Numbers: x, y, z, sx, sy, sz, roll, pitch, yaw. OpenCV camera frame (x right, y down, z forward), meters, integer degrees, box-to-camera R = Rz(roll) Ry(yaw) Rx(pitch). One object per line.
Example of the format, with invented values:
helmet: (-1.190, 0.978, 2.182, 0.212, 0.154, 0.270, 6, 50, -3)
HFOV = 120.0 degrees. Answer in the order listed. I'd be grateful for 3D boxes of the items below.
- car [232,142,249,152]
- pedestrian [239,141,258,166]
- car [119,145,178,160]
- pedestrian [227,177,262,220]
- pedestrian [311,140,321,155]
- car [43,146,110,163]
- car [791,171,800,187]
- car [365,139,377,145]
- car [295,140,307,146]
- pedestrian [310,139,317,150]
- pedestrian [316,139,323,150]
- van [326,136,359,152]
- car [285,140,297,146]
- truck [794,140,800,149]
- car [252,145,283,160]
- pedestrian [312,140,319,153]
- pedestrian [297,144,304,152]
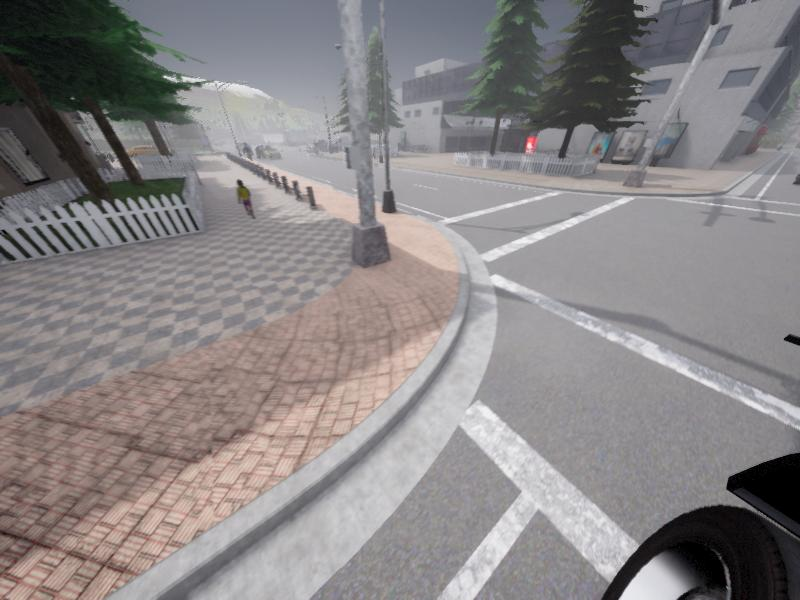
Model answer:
car: (-32.956, -31.615, 47.722, 2.007, 1.525, 4.514, -23, 41, -29)
pedestrian: (-13.775, -13.339, 21.047, 0.751, 1.860, 0.751, -23, 41, -29)
car: (-33.373, -19.753, 30.861, 5.008, 1.535, 1.882, -23, 41, -29)
pedestrian: (-4.786, -3.135, 7.150, 0.500, 1.100, 0.500, -26, 43, -32)
pedestrian: (-12.285, -22.337, 33.800, 0.751, 1.860, 0.751, 25, 43, 32)
car: (-38.604, -17.508, 27.774, 4.193, 1.474, 1.816, -23, 41, -29)
car: (23.355, -6.919, 12.350, 4.181, 1.385, 1.994, -22, 41, -28)
car: (-10.111, -55.264, 80.767, 2.007, 1.523, 4.514, -23, 41, -29)
car: (-32.298, -51.326, 75.413, 2.152, 1.636, 5.027, -23, 41, -29)
pedestrian: (-17.810, -32.149, 47.737, 0.751, 1.860, 0.751, -22, 41, -28)
pedestrian: (-16.625, -32.276, 47.908, 0.751, 1.860, 0.751, 29, 45, 35)
van: (-11.601, -31.900, 47.053, 5.915, 2.561, 1.988, -23, 41, -29)
car: (-34.801, -50.219, 73.879, 2.007, 1.523, 4.514, -23, 41, -29)
truck: (84.023, -32.277, 47.203, 6.274, 2.098, 2.390, -27, 43, -33)
car: (-17.515, -19.524, 30.448, 2.007, 1.525, 4.514, -28, 43, -33)
pedestrian: (-15.183, -27.467, 41.341, 0.751, 1.860, 0.751, -13, 37, -18)
pedestrian: (-19.491, -29.719, 45.070, 0.751, 1.300, 0.751, -24, 41, -29)
